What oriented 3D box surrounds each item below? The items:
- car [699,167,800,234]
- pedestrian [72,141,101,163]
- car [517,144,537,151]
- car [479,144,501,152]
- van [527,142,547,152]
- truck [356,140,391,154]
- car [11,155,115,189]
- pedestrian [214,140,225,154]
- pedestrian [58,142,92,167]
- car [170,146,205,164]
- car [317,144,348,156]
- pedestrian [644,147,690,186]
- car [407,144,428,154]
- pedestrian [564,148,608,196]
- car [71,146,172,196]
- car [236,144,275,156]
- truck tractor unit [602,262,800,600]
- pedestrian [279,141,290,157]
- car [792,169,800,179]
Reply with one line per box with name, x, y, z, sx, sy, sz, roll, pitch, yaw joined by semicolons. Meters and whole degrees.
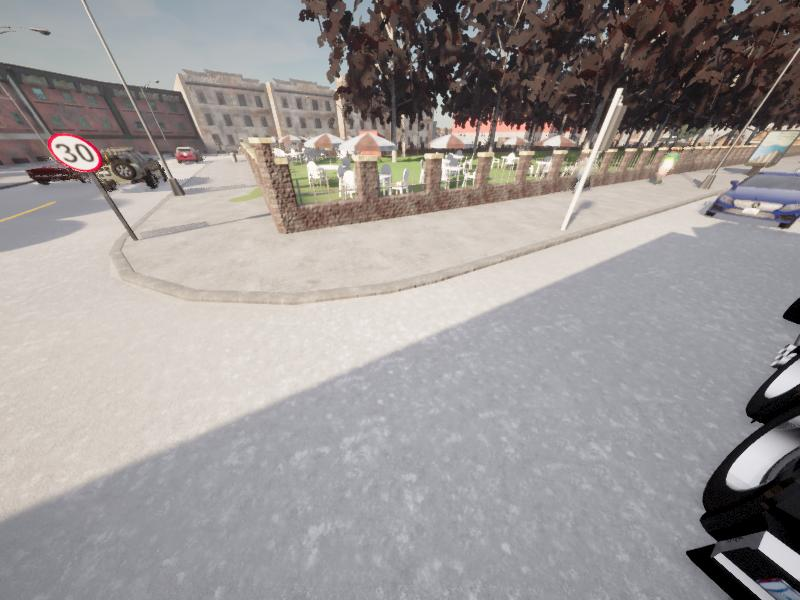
car;13.062;-3.722;8.192;4.674;1.442;1.812;-20;39;-26
pedestrian;-32.378;-15.318;23.899;0.751;1.860;0.751;-8;36;-12
car;36.200;-43.471;65.881;4.902;1.511;2.128;-18;39;-24
car;21.329;-36.259;54.972;4.892;1.490;1.837;-18;39;-23
van;36.970;-41.327;62.289;4.480;2.038;2.069;-18;39;-24
truck;-5.184;-30.464;45.899;6.274;2.098;2.390;-18;39;-25
car;-20.211;-8.023;14.232;1.895;1.301;4.718;-18;39;-24
pedestrian;-29.803;-25.236;38.172;0.751;1.860;0.751;30;44;35
pedestrian;-28.535;-12.791;20.300;0.751;1.860;0.751;-16;38;-21
car;-23.808;-16.391;26.071;1.970;1.475;3.806;-16;38;-22
car;-11.407;-25.604;39.365;4.514;1.525;2.007;-17;38;-23
pedestrian;15.144;-7.586;13.172;0.751;1.860;0.751;-9;36;-13
car;3.509;-30.486;46.480;3.705;1.549;1.789;-17;39;-23
pedestrian;8.594;-5.937;10.751;0.751;1.860;0.751;-19;39;-25
car;-14.682;-7.240;12.647;1.932;1.855;4.605;-18;39;-24
car;-23.274;-24.223;37.276;5.008;1.535;1.882;-20;39;-26
truck tractor unit;5.108;-0.303;0.785;6.516;4.208;3.053;-18;39;-24
pedestrian;-16.154;-21.095;32.332;0.751;1.860;0.751;-20;40;-26
car;31.370;-9.818;17.026;3.633;1.501;1.845;-20;40;-26
